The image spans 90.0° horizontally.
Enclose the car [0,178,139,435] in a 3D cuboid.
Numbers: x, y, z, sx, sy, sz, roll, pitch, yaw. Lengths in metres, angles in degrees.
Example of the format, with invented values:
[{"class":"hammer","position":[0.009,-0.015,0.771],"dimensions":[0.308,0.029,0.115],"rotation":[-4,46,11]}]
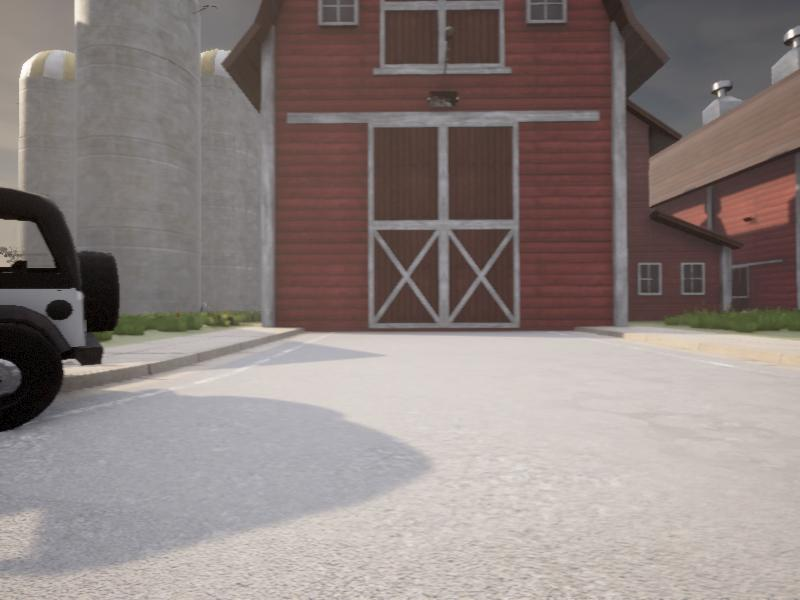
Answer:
[{"class":"car","position":[-4.351,0.014,2.875],"dimensions":[3.866,1.878,1.905],"rotation":[-2,7,-42]}]
